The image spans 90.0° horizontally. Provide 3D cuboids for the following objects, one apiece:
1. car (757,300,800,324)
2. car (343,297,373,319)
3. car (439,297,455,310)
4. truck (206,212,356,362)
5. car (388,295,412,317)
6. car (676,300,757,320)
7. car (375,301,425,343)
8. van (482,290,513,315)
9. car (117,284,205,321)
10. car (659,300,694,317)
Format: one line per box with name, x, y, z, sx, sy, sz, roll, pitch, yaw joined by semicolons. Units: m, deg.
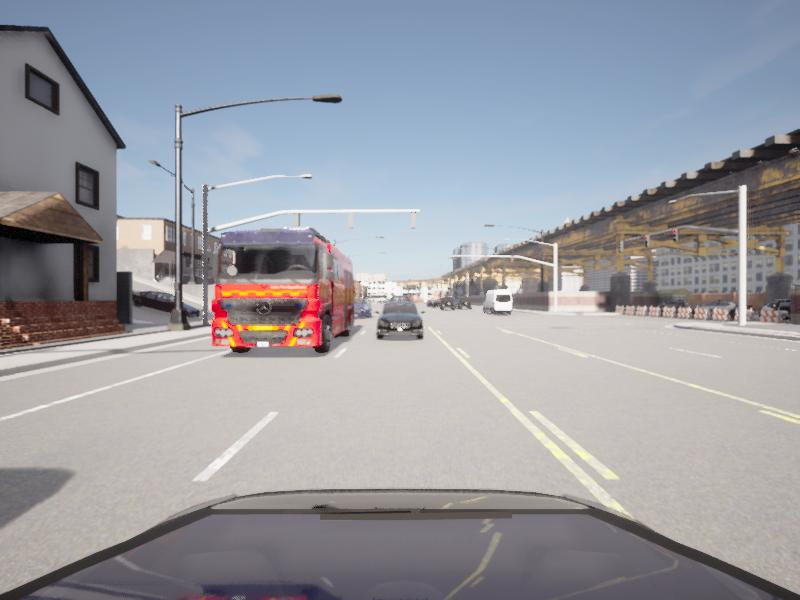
car;27.234;0.756;28.195;2.038;1.542;4.974;0;0;29
car;-3.502;0.651;33.997;2.097;1.767;4.553;0;0;0
car;7.000;0.562;59.720;1.905;1.878;3.866;0;0;0
truck;-3.506;-0.346;14.440;2.891;3.827;8.468;0;0;0
car;0.000;0.510;38.886;2.150;2.045;5.566;0;1;0
car;26.445;0.748;33.562;2.038;1.542;4.974;0;0;-36
car;0.001;0.818;17.235;1.837;1.490;4.892;0;0;0
van;10.503;0.261;43.531;1.988;2.561;5.915;0;0;0
car;-18.255;0.176;30.726;5.357;1.411;2.033;15;0;-2
car;26.433;0.742;38.170;2.038;1.542;4.974;0;0;44
